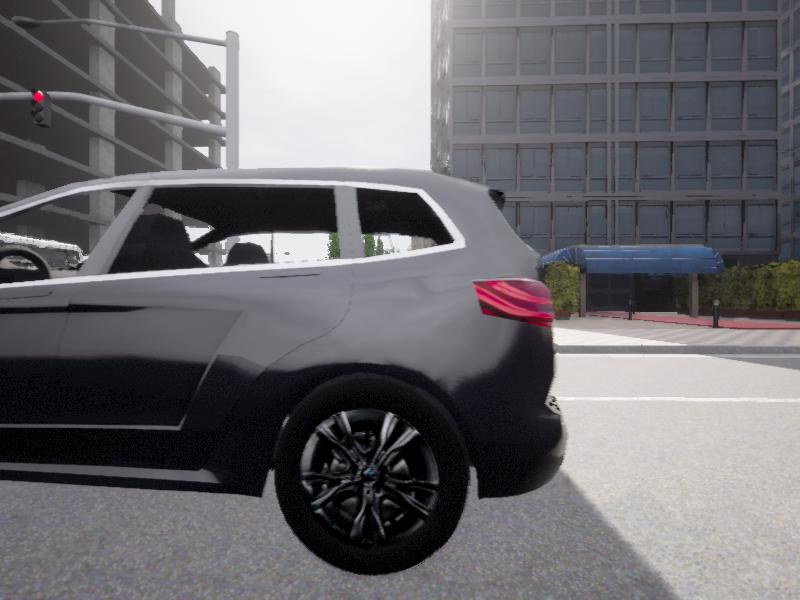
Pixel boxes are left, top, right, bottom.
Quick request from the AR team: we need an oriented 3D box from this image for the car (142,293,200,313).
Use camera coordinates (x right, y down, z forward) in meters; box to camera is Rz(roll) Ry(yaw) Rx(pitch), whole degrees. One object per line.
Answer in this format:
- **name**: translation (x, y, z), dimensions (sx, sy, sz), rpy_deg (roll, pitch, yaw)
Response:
- **car**: translation (-19.344, 0.200, 34.132), dimensions (1.801, 1.575, 5.366), rpy_deg (0, 0, 2)

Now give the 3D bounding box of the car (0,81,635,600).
- **car**: translation (-1.436, 0.154, 2.622), dimensions (4.611, 1.667, 2.242), rpy_deg (0, 0, 6)

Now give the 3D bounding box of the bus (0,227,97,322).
- **bus**: translation (-19.758, -1.136, 18.192), dimensions (3.944, 4.253, 10.273), rpy_deg (0, 0, 2)

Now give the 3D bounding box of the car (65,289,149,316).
- **car**: translation (-19.581, 0.154, 27.056), dimensions (2.242, 1.667, 4.611), rpy_deg (0, 0, 2)

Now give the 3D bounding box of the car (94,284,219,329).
- **car**: translation (-9.486, 0.222, 16.219), dimensions (1.882, 1.535, 5.008), rpy_deg (0, 0, 2)

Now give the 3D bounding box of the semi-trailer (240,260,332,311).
- **semi-trailer**: translation (-11.008, -1.218, 41.194), dimensions (2.717, 4.402, 14.254), rpy_deg (0, 0, 12)

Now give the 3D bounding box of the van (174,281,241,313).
- **van**: translation (-15.865, -0.223, 33.479), dimensions (2.351, 2.431, 6.366), rpy_deg (0, 0, 2)

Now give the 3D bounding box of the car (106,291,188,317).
- **car**: translation (-16.117, 0.235, 25.880), dimensions (2.128, 1.511, 4.902), rpy_deg (0, 0, 2)

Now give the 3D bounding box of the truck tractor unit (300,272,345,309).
- **truck tractor unit**: translation (-9.310, -1.113, 48.924), dimensions (3.053, 4.208, 6.516), rpy_deg (0, 0, 13)

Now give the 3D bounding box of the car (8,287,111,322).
- **car**: translation (-16.334, 0.213, 19.456), dimensions (1.789, 1.549, 3.705), rpy_deg (0, 0, 2)
